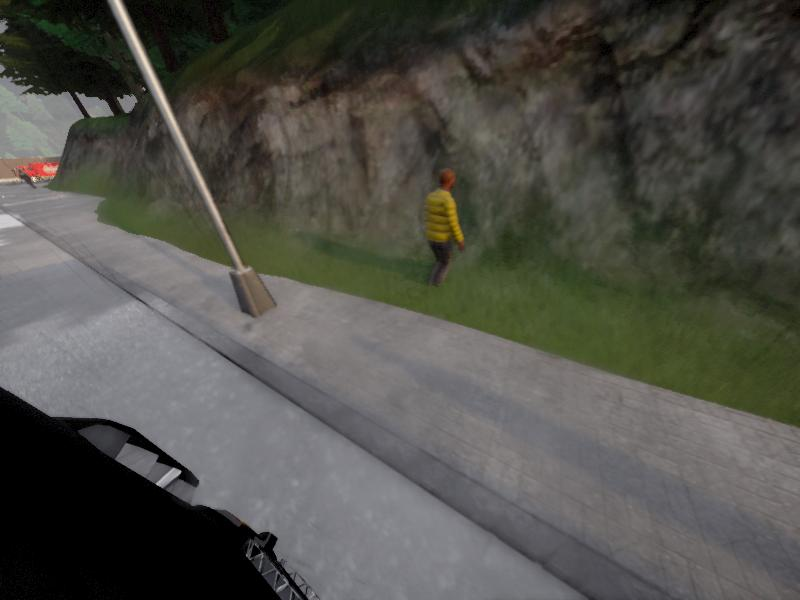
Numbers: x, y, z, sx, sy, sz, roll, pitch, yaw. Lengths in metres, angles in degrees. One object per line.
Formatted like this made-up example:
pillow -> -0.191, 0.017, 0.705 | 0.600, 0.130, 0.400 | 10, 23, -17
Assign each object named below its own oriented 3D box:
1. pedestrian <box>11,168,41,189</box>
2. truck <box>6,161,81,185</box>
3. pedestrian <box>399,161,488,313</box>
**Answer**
pedestrian -> -38.376, -12.468, 23.740 | 0.751, 1.860, 0.751 | 16, 38, 26
truck -> -52.016, -18.711, 33.870 | 2.627, 2.467, 5.204 | 16, 38, 26
pedestrian -> 0.540, -0.869, 3.299 | 0.751, 1.860, 0.751 | -21, 38, -25
